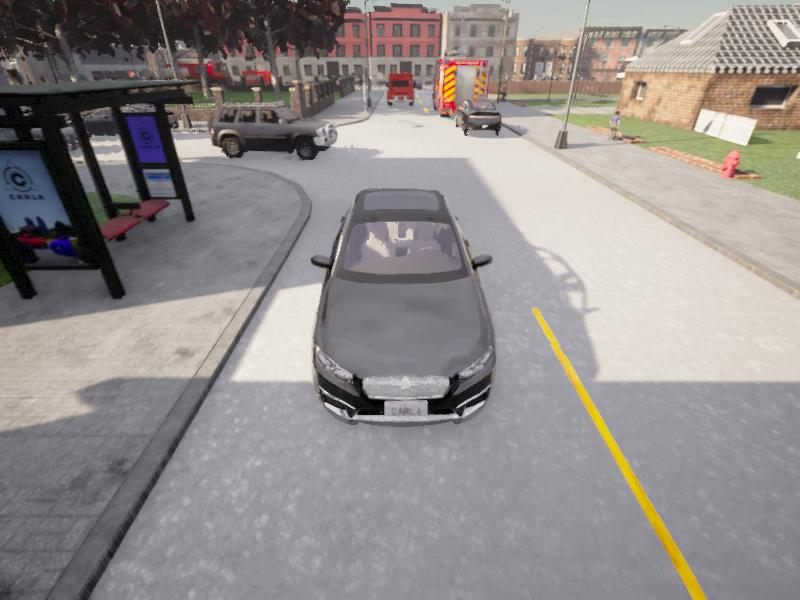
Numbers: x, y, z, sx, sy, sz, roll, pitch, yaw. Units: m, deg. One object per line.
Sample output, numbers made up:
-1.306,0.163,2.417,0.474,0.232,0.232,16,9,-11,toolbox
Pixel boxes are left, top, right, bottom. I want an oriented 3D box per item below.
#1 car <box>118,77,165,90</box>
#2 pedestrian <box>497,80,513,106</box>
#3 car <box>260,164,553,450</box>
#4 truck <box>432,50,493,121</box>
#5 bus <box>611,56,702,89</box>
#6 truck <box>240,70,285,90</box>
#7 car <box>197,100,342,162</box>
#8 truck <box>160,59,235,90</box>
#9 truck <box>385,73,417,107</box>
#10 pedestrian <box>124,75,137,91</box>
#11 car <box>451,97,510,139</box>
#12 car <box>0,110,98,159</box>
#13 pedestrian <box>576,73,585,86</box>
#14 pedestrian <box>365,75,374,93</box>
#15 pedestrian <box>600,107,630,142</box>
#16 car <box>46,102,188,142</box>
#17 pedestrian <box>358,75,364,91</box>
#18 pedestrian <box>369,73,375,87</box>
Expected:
-37.474,-31.436,58.085,5.027,1.651,2.152,0,30,0,car
8.851,-17.501,33.798,0.751,1.860,0.751,-11,32,-17,pedestrian
0.018,-0.528,5.399,2.128,1.511,4.902,0,30,-1,car
4.059,-15.236,28.238,2.891,3.827,8.468,0,30,0,truck
38.577,-34.480,60.699,10.273,4.253,3.944,0,30,0,bus
-19.785,-31.784,57.845,5.204,2.467,2.627,0,30,-1,truck
-4.767,-6.450,15.151,4.605,1.855,1.932,4,30,7,car
-28.945,-32.376,57.513,8.468,3.827,2.891,0,30,0,truck
0.061,-18.758,35.595,2.627,2.467,5.204,0,30,0,truck
-36.224,-29.221,53.811,0.751,1.860,0.751,0,30,-1,pedestrian
4.041,-9.644,20.974,2.128,1.511,4.902,0,30,0,car
-15.079,-6.462,15.549,4.892,1.490,1.837,0,30,0,car
29.892,-36.448,66.170,0.751,1.860,0.751,-5,31,-8,pedestrian
-3.807,-27.173,50.321,0.751,1.860,0.751,18,35,28,pedestrian
9.570,-7.821,17.815,0.751,1.300,0.751,23,37,34,pedestrian
-13.191,-8.471,18.966,4.902,1.511,2.128,0,30,0,car
-5.173,-28.704,52.936,0.751,1.860,0.751,-1,30,-1,pedestrian
-4.463,-35.013,63.713,0.751,1.860,0.751,-2,30,-3,pedestrian
